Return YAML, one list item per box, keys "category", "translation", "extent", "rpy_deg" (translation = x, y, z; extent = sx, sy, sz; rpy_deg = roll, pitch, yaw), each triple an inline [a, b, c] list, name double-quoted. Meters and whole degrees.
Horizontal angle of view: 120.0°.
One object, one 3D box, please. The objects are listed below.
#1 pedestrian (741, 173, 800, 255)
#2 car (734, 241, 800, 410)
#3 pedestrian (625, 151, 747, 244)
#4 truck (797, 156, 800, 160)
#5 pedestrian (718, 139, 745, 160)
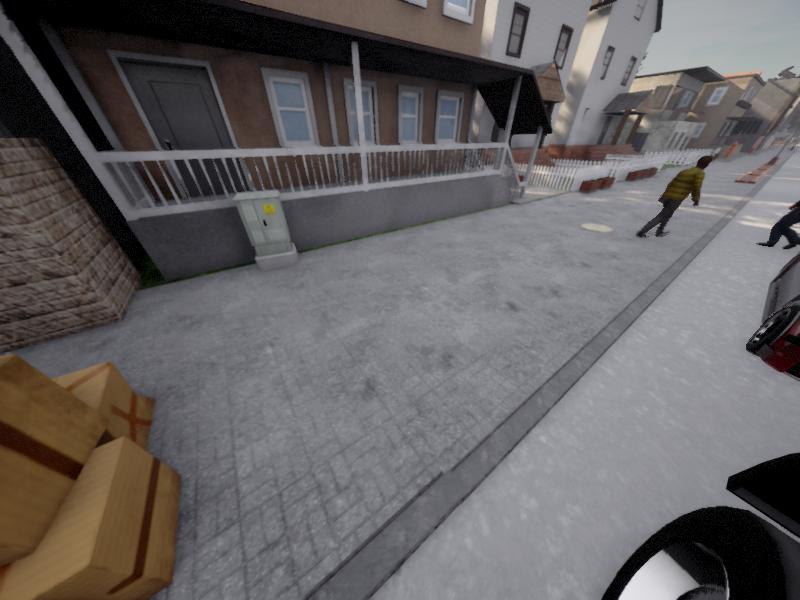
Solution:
- category: "pedestrian"
  translation: [9.050, -2.045, 5.095]
  extent: [0.751, 1.860, 0.751]
  rpy_deg: [21, 40, 27]
- category: "car"
  translation: [6.071, 0.122, 2.535]
  extent: [4.181, 1.385, 1.994]
  rpy_deg: [-22, 41, -28]
- category: "pedestrian"
  translation: [6.370, -2.331, 5.339]
  extent: [0.751, 1.860, 0.751]
  rpy_deg: [4, 35, 5]
- category: "truck"
  translation: [49.005, -18.049, 25.860]
  extent: [8.468, 3.827, 2.891]
  rpy_deg: [-22, 40, -28]
- category: "pedestrian"
  translation: [35.294, -16.052, 24.605]
  extent: [0.751, 1.860, 0.751]
  rpy_deg: [-21, 40, -27]
